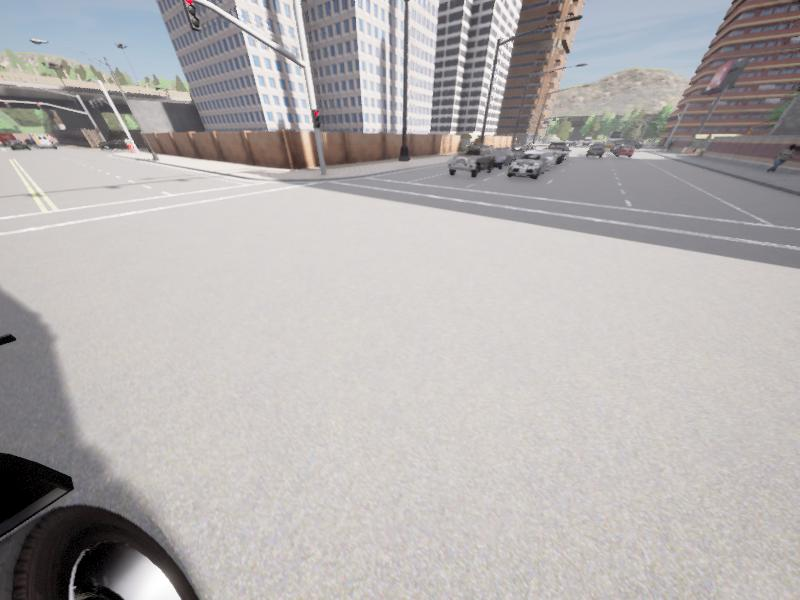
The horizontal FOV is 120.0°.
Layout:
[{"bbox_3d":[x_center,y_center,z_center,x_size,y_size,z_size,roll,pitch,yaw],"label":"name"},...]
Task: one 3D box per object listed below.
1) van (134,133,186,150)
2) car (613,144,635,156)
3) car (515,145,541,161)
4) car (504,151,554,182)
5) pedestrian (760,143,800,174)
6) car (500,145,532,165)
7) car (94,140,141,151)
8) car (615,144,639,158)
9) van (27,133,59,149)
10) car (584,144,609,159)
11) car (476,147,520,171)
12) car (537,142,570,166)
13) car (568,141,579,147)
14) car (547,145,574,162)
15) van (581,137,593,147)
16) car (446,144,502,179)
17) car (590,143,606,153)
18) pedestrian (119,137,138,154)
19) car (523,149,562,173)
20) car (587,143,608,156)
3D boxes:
[{"bbox_3d":[-44.369,-29.507,42.987,1.988,2.561,5.915,22,41,28],"label":"van"},{"bbox_3d":[36.162,-24.288,37.382,1.970,1.475,3.806,22,41,28],"label":"car"},{"bbox_3d":[16.192,-18.642,29.197,1.816,1.474,4.193,23,41,28],"label":"car"},{"bbox_3d":[8.939,-9.314,15.909,1.970,1.475,3.806,23,41,28],"label":"car"},{"bbox_3d":[27.995,-10.367,16.936,0.751,1.860,0.751,24,42,30],"label":"pedestrian"},{"bbox_3d":[12.604,-15.811,25.038,1.851,1.617,3.988,23,41,28],"label":"car"},{"bbox_3d":[-50.421,-27.775,41.412,4.892,1.490,1.837,-18,39,-24],"label":"car"},{"bbox_3d":[32.811,-21.621,33.505,1.789,1.549,3.705,22,41,28],"label":"car"},{"bbox_3d":[-71.989,-32.059,46.573,6.366,2.431,2.351,22,41,28],"label":"van"},{"bbox_3d":[27.918,-21.143,32.819,2.128,1.511,4.902,23,41,28],"label":"car"},{"bbox_3d":[8.866,-12.746,20.769,2.163,1.488,4.792,23,41,28],"label":"car"},{"bbox_3d":[15.769,-14.995,23.663,1.905,1.878,3.866,22,41,28],"label":"car"},{"bbox_3d":[58.221,-52.531,77.517,2.038,1.542,4.974,23,41,28],"label":"car"},{"bbox_3d":[19.476,-17.817,28.042,1.837,1.490,4.892,23,41,28],"label":"car"},{"bbox_3d":[63.476,-53.691,78.348,1.988,2.561,5.915,23,41,28],"label":"van"},{"bbox_3d":[5.330,-10.022,16.531,1.932,1.855,4.605,24,41,30],"label":"car"},{"bbox_3d":[39.906,-30.799,46.608,2.007,1.525,4.514,23,41,28],"label":"car"},{"bbox_3d":[-37.223,-21.222,31.724,0.751,1.860,0.751,14,38,19],"label":"pedestrian"},{"bbox_3d":[12.243,-11.974,19.737,1.812,1.442,4.674,23,41,28],"label":"car"},{"bbox_3d":[31.836,-24.345,37.292,2.033,1.649,4.856,23,41,28],"label":"car"}]
